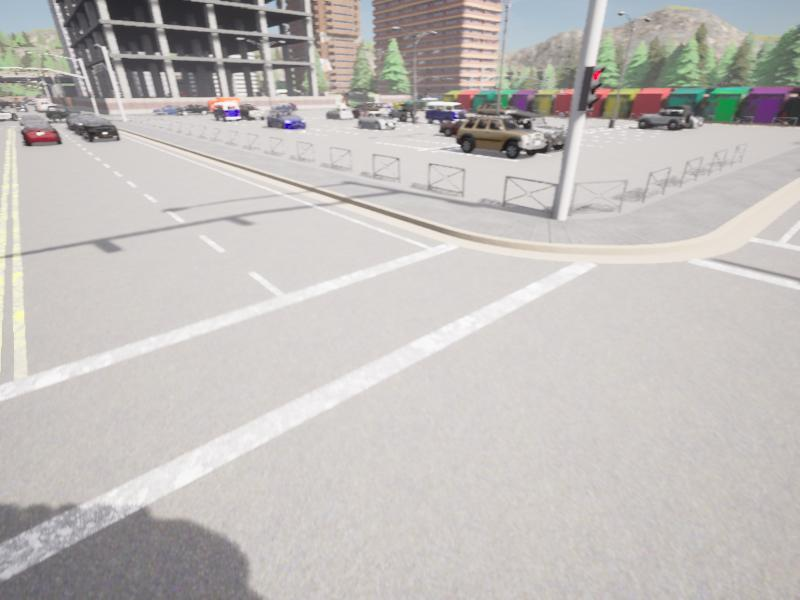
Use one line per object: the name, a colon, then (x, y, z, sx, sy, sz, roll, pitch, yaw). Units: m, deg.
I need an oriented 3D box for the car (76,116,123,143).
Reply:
car: (-22.638, -12.861, 30.069, 1.882, 1.535, 5.008, -22, 34, -36)

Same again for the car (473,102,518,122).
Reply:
car: (10.736, -21.277, 45.262, 1.932, 1.855, 4.605, -22, 34, -35)

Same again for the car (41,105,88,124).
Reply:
car: (-40.915, -22.723, 48.886, 3.866, 1.878, 1.905, -22, 35, -36)

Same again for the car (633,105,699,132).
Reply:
car: (22.156, -15.230, 33.432, 1.905, 1.878, 3.866, -22, 34, -35)

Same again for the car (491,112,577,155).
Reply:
car: (7.284, -9.283, 22.094, 1.905, 1.878, 3.866, -22, 34, -35)

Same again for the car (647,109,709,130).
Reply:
car: (24.362, -15.889, 35.203, 1.970, 1.475, 3.806, -22, 34, -35)

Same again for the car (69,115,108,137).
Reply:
car: (-26.875, -15.047, 34.452, 1.812, 1.442, 4.674, -22, 34, -35)

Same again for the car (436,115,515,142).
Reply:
car: (5.154, -12.122, 28.121, 2.033, 1.415, 5.357, -22, 34, -35)

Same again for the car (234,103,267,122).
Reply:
car: (-18.147, -22.749, 48.445, 1.932, 1.855, 4.605, -22, 34, -35)

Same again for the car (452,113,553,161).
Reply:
car: (5.051, -8.430, 20.461, 1.932, 1.855, 4.605, -22, 34, -35)

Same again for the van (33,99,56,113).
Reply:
van: (-69.726, -38.063, 78.414, 2.351, 2.431, 6.366, -22, 34, -35)

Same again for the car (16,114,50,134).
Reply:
car: (-33.889, -16.284, 36.926, 1.812, 1.442, 4.674, -22, 34, -35)

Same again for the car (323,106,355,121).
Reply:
car: (-7.483, -22.882, 49.106, 1.970, 1.475, 3.806, -22, 34, -35)

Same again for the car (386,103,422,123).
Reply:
car: (0.376, -20.971, 44.796, 1.905, 1.878, 3.866, -22, 34, -35)

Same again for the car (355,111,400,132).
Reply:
car: (-2.032, -15.922, 35.571, 1.970, 1.475, 3.806, -22, 34, -35)

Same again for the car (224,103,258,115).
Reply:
car: (-26.946, -32.509, 68.028, 4.611, 1.667, 2.242, -22, 34, -36)

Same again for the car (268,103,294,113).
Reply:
car: (-21.450, -34.665, 72.295, 3.806, 1.475, 1.970, -22, 34, -36)

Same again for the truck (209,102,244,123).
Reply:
truck: (-20.300, -21.933, 46.685, 2.069, 2.038, 4.478, -22, 34, -35)

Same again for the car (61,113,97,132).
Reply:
car: (-31.617, -17.528, 39.362, 2.033, 1.411, 5.357, -22, 34, -35)

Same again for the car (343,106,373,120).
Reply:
car: (-5.285, -23.785, 50.759, 1.784, 1.438, 3.905, -22, 34, -35)

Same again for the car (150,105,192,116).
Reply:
car: (-36.852, -30.620, 64.531, 5.357, 1.411, 2.033, -22, 34, -36)

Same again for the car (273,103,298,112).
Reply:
car: (-21.763, -36.708, 76.152, 4.193, 1.474, 1.816, -22, 34, -36)

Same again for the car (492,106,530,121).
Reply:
car: (12.977, -21.944, 46.985, 1.784, 1.438, 3.905, -22, 34, -35)

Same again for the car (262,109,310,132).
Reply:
car: (-10.492, -16.507, 36.646, 2.242, 1.667, 4.611, -22, 34, -35)

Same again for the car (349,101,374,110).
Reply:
car: (-7.911, -40.235, 82.760, 5.008, 1.535, 1.882, -22, 34, -36)

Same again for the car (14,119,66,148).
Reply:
car: (-25.165, -11.708, 27.929, 2.163, 1.488, 4.792, -22, 34, -35)

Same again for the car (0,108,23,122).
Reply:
car: (-51.553, -23.706, 51.323, 2.038, 1.542, 4.974, -3, 27, -5)

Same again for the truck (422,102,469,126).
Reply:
truck: (4.534, -18.857, 40.443, 2.069, 2.038, 4.478, -22, 34, -35)

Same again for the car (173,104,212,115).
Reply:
car: (-32.859, -30.225, 63.422, 4.892, 1.490, 1.837, -22, 34, -36)

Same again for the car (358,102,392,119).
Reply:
car: (-3.282, -24.801, 52.244, 1.932, 1.855, 4.605, -22, 34, -35)

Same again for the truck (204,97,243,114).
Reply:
truck: (-30.481, -33.628, 69.214, 5.204, 2.467, 2.627, -22, 34, -36)

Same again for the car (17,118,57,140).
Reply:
car: (-29.328, -13.820, 32.266, 1.895, 1.301, 4.718, -22, 34, -35)
